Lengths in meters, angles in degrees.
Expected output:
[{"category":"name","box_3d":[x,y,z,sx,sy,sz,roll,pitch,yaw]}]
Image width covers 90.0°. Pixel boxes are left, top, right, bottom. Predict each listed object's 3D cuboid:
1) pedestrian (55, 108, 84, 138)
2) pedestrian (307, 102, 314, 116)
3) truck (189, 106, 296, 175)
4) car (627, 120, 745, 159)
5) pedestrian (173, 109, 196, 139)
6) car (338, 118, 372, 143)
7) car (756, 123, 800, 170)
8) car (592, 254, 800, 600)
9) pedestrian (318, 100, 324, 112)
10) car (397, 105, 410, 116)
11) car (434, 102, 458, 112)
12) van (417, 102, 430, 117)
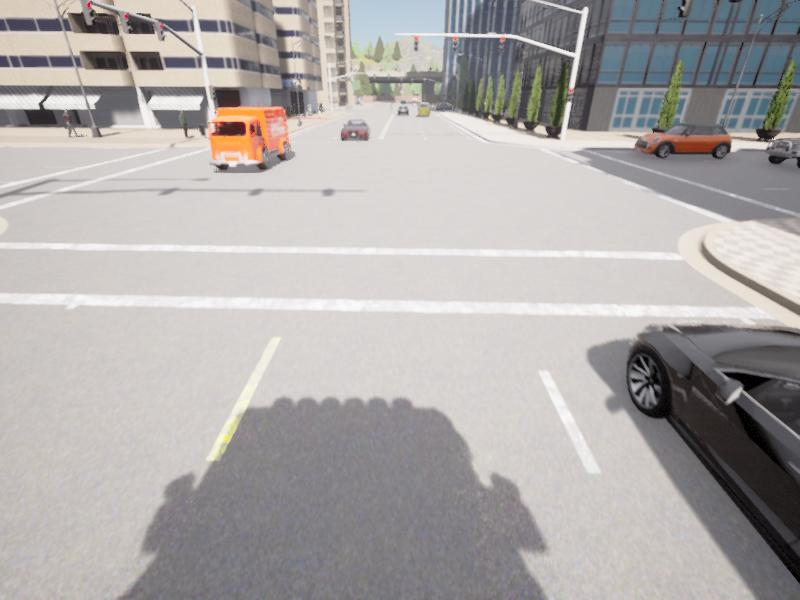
[{"category":"pedestrian","box_3d":[-22.642,-12.128,27.443,0.751,1.860,0.751,8,28,14]},{"category":"pedestrian","box_3d":[-12.924,-27.524,57.688,0.751,1.860,0.751,-2,27,-5]},{"category":"truck","box_3d":[-6.856,-7.477,18.361,2.627,2.467,5.204,0,27,0]},{"category":"car","box_3d":[15.499,-8.827,21.948,4.553,1.767,2.097,1,27,1]},{"category":"pedestrian","box_3d":[-14.712,-12.014,27.320,0.751,1.860,0.751,3,27,5]},{"category":"car","box_3d":[-3.267,-12.716,29.879,1.994,1.385,4.181,0,27,0]},{"category":"car","box_3d":[20.160,-7.207,18.758,4.605,1.855,1.932,1,27,1]},{"category":"car","box_3d":[3.507,1.254,2.618,2.163,1.488,4.792,0,27,0]},{"category":"pedestrian","box_3d":[-14.298,-35.277,72.781,0.751,1.860,0.751,1,27,2]},{"category":"car","box_3d":[0.536,-30.801,64.996,2.007,1.525,4.514,0,27,0]},{"category":"car","box_3d":[9.769,-40.745,84.329,4.611,1.667,2.242,7,28,12]},{"category":"van","box_3d":[3.692,-29.507,62.010,1.775,1.987,4.442,2,27,4]}]
